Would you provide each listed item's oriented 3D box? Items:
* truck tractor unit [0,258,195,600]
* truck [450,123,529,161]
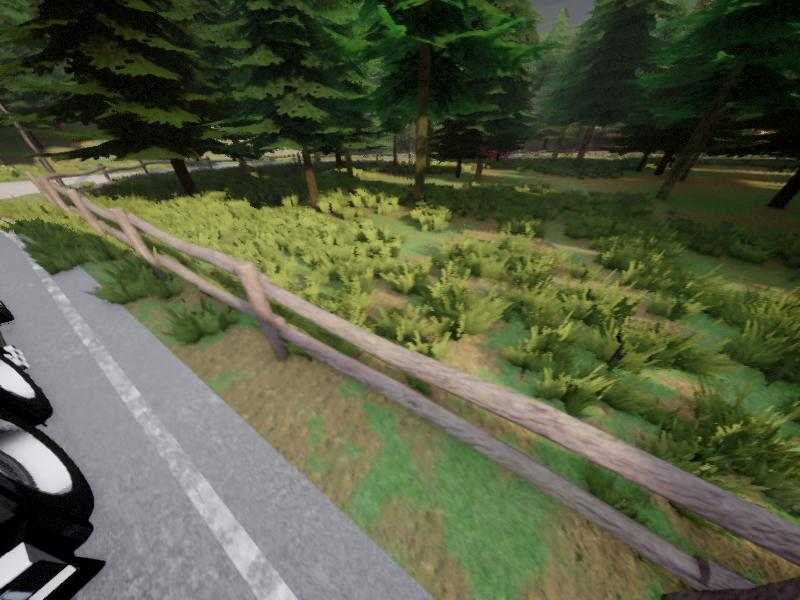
[{"bbox_3d":[-5.100,-0.312,0.798,6.516,4.208,3.053,19,39,25],"label":"truck tractor unit"},{"bbox_3d":[11.166,-20.256,29.718,8.468,3.827,2.891,-3,35,-3],"label":"truck"}]
